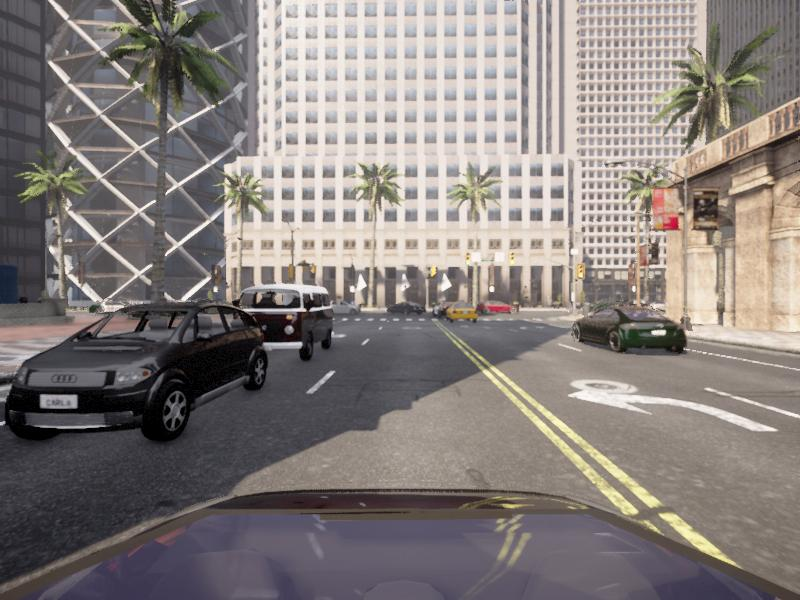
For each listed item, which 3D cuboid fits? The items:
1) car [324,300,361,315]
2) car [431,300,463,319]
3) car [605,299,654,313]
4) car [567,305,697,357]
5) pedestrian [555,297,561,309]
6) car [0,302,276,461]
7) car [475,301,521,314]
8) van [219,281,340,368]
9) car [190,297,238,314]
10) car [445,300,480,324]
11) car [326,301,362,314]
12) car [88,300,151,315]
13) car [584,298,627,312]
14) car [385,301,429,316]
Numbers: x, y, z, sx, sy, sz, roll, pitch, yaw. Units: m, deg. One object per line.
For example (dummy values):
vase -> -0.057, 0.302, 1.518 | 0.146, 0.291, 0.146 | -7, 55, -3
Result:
car -> -5.994, 0.791, 42.270 | 3.633, 1.501, 1.845 | 0, 0, 1
car -> 4.147, 0.795, 36.030 | 2.038, 1.542, 4.974 | 0, 0, -4
car -> 27.580, 0.713, 48.237 | 4.611, 1.667, 2.242 | 0, 0, 2
car -> 7.404, 0.895, 13.352 | 1.994, 1.385, 4.181 | 0, 0, 2
pedestrian -> 24.054, 0.432, 60.913 | 0.751, 1.860, 0.751 | 0, 0, 8
car -> -3.318, 0.809, 5.804 | 1.789, 1.549, 3.705 | 0, 0, 2
car -> 11.017, 0.812, 45.262 | 4.792, 1.488, 2.163 | 0, 0, 2
van -> -3.160, 0.561, 11.623 | 2.069, 2.038, 4.480 | 0, 0, 2
car -> -21.343, 0.611, 45.984 | 4.605, 1.855, 1.932 | 1, 0, -2
car -> 4.338, 0.776, 28.611 | 1.801, 1.575, 5.366 | 0, 0, 2
car -> -6.402, 0.815, 45.773 | 3.806, 1.475, 1.970 | 0, 0, 1
car -> -29.034, 0.788, 41.593 | 4.974, 1.542, 2.038 | 0, 0, -16
car -> 26.511, 0.649, 51.772 | 4.553, 1.767, 2.097 | 0, 0, 2
car -> 0.652, 0.858, 43.009 | 2.033, 1.411, 5.357 | 0, 0, -34
